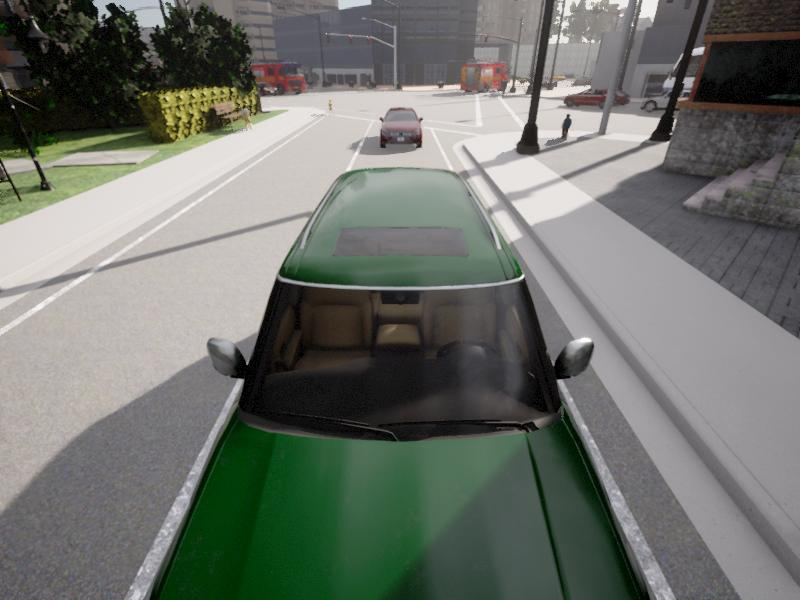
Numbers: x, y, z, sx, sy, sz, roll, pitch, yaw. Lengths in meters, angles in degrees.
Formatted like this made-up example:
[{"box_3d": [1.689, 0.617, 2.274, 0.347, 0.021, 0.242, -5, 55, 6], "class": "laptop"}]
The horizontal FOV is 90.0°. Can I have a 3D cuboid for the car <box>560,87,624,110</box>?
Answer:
[{"box_3d": [15.823, -16.773, 33.208, 1.816, 1.474, 4.193, -27, 39, -37], "class": "car"}]

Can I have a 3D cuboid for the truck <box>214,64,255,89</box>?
[{"box_3d": [-30.139, -40.637, 72.819, 2.891, 3.827, 8.468, -27, 39, -37], "class": "truck"}]

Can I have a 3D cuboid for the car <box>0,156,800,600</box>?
[{"box_3d": [0.004, 0.343, 3.438, 2.150, 2.045, 5.566, 0, 30, 0], "class": "car"}]

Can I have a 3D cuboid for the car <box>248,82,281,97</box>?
[{"box_3d": [-16.454, -25.520, 48.453, 1.970, 1.475, 3.806, -27, 39, -37], "class": "car"}]

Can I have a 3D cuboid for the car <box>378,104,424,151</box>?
[{"box_3d": [0.058, -7.931, 18.178, 1.812, 1.442, 4.674, 0, 30, 1], "class": "car"}]

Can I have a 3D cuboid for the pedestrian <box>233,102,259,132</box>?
[{"box_3d": [-7.806, -9.314, 20.346, 0.751, 1.300, 0.751, 3, 30, 4], "class": "pedestrian"}]

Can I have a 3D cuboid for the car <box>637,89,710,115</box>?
[{"box_3d": [20.094, -14.636, 29.484, 1.970, 1.475, 3.806, -26, 39, -37], "class": "car"}]

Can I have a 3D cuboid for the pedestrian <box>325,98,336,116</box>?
[{"box_3d": [-4.838, -13.450, 27.924, 0.500, 1.100, 0.500, 21, 36, 32], "class": "pedestrian"}]

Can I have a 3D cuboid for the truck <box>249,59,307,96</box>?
[{"box_3d": [-15.793, -28.664, 51.571, 2.891, 3.827, 8.468, -27, 39, -38], "class": "truck"}]

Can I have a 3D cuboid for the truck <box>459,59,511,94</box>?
[{"box_3d": [11.534, -30.083, 53.776, 2.891, 3.827, 8.468, 22, 37, 32], "class": "truck"}]

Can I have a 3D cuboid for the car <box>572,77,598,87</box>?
[{"box_3d": [32.956, -38.857, 71.253, 4.181, 1.385, 1.994, -19, 35, -30], "class": "car"}]

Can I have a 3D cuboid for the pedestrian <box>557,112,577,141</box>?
[{"box_3d": [7.312, -7.619, 17.553, 0.500, 1.100, 0.500, 4, 30, 7], "class": "pedestrian"}]

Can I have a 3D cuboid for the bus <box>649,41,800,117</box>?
[{"box_3d": [24.826, -15.891, 28.800, 3.944, 4.253, 10.273, -26, 39, -38], "class": "bus"}]

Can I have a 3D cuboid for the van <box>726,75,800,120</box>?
[{"box_3d": [24.955, -12.668, 24.975, 2.351, 2.431, 6.366, -27, 38, -38], "class": "van"}]

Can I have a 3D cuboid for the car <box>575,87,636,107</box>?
[{"box_3d": [18.150, -18.050, 35.506, 1.994, 1.385, 4.181, -27, 39, -38], "class": "car"}]

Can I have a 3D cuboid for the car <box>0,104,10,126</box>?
[{"box_3d": [-25.819, -10.617, 22.593, 5.027, 1.651, 2.152, -26, 39, -37], "class": "car"}]

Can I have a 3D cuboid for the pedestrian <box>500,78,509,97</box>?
[{"box_3d": [11.869, -24.178, 45.559, 0.751, 1.860, 0.751, 6, 31, 10], "class": "pedestrian"}]

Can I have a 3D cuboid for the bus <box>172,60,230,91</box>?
[{"box_3d": [-33.215, -37.374, 66.726, 10.273, 4.253, 3.944, 23, 37, 35], "class": "bus"}]

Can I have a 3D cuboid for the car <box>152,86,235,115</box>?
[{"box_3d": [-15.885, -15.505, 30.972, 5.027, 1.651, 2.152, -26, 39, -37], "class": "car"}]

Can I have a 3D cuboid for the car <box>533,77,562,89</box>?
[{"box_3d": [23.747, -35.011, 64.498, 4.974, 1.542, 2.038, -26, 39, -37], "class": "car"}]

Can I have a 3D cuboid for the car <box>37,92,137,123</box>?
[{"box_3d": [-20.847, -13.003, 26.824, 4.792, 1.488, 2.163, -26, 39, -37], "class": "car"}]
